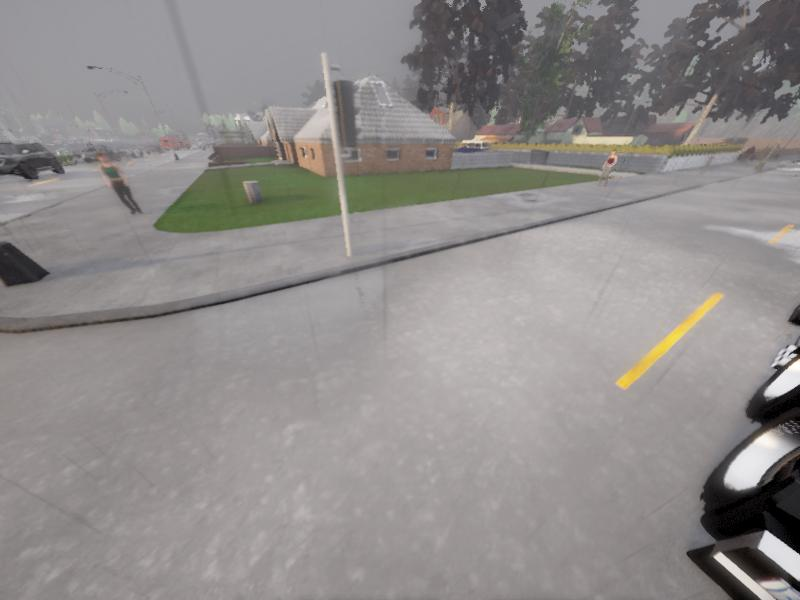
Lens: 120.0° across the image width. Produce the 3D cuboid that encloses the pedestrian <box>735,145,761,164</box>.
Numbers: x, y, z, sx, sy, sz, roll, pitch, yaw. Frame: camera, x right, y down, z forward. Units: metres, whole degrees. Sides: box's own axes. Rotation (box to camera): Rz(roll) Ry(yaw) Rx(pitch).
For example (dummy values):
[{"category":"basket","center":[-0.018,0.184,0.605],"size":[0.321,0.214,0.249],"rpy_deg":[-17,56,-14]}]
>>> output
[{"category":"pedestrian","center":[40.871,-17.117,27.137],"size":[0.751,1.860,0.751],"rpy_deg":[-16,38,-22]}]

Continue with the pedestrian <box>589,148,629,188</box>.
[{"category":"pedestrian","center":[11.398,-7.235,12.665],"size":[0.751,1.860,0.751],"rpy_deg":[-17,38,-23]}]

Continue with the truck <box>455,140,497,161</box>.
[{"category":"truck","center":[9.353,-18.733,28.910],"size":[2.069,2.038,4.478],"rpy_deg":[-18,39,-24]}]

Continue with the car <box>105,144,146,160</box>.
[{"category":"car","center":[-36.104,-19.641,30.569],"size":[2.038,1.542,4.974],"rpy_deg":[-18,39,-24]}]

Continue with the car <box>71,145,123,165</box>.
[{"category":"car","center":[-31.839,-15.435,24.498],"size":[1.851,1.617,3.988],"rpy_deg":[-18,39,-24]}]

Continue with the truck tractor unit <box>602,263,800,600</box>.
[{"category":"truck tractor unit","center":[5.110,-0.301,0.787],"size":[6.516,4.208,3.053],"rpy_deg":[-18,39,-24]}]

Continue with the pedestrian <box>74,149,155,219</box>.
[{"category":"pedestrian","center":[-8.955,-3.687,7.374],"size":[0.751,1.860,0.751],"rpy_deg":[-19,39,-26]}]

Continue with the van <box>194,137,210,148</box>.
[{"category":"van","center":[-57.491,-45.815,67.216],"size":[2.351,2.431,6.366],"rpy_deg":[-18,39,-24]}]

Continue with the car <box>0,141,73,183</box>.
[{"category":"car","center":[-25.419,-9.234,15.259],"size":[2.150,2.045,5.566],"rpy_deg":[-18,39,-25]}]

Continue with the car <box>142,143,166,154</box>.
[{"category":"car","center":[-43.151,-26.643,40.560],"size":[1.789,1.549,3.705],"rpy_deg":[-18,38,-24]}]

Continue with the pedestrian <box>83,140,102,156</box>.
[{"category":"pedestrian","center":[-43.778,-21.697,32.944],"size":[0.751,1.860,0.751],"rpy_deg":[-21,40,-28]}]

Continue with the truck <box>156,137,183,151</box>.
[{"category":"truck","center":[-50.690,-34.510,50.991],"size":[2.627,2.467,5.204],"rpy_deg":[-18,39,-24]}]

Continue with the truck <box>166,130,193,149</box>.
[{"category":"truck","center":[-58.187,-42.508,61.233],"size":[2.891,3.827,8.468],"rpy_deg":[-18,39,-24]}]
